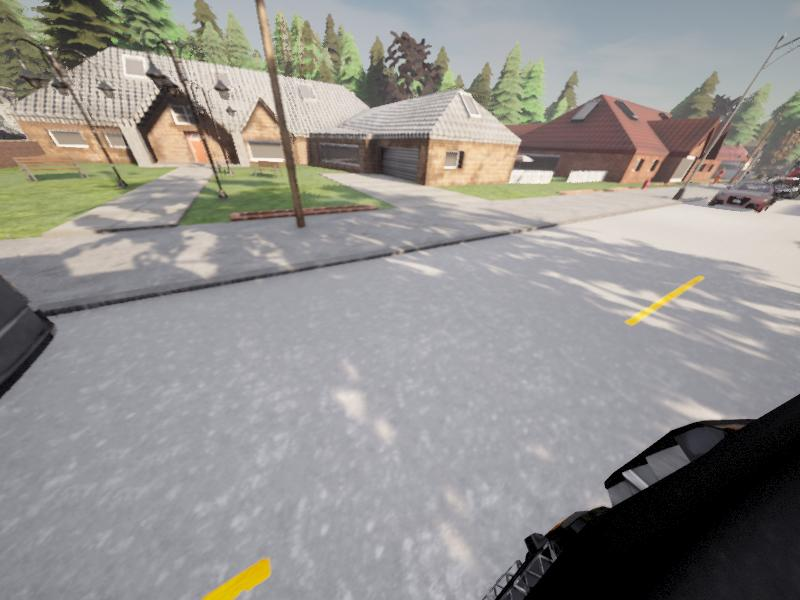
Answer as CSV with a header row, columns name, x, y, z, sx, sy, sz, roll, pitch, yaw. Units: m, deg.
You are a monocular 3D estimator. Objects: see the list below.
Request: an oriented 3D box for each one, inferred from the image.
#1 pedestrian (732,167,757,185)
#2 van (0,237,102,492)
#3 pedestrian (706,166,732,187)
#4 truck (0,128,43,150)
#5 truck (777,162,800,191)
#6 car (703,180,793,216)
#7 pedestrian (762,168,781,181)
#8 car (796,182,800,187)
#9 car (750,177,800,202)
name,x,y,z,sx,sy,sz,roll,pitch,yaw
pedestrian,41.894,-15.070,28.131,0.751,1.860,0.751,26,40,31
van,-5.742,0.694,0.183,5.915,2.561,1.988,-15,37,-25
pedestrian,33.925,-13.138,24.586,0.751,1.860,0.751,-15,37,-25
truck,-47.622,-19.437,27.779,2.390,2.098,6.274,-15,38,-25
truck,48.848,-14.938,26.925,8.468,3.827,2.891,-15,38,-26
car,20.273,-6.045,13.468,4.181,1.385,1.994,-15,38,-25
pedestrian,61.637,-20.767,38.289,0.751,1.860,0.751,-13,37,-22
car,57.977,-16.505,32.105,4.902,1.511,2.128,-15,38,-25
car,31.252,-9.121,18.881,3.806,1.475,1.970,-15,38,-26
